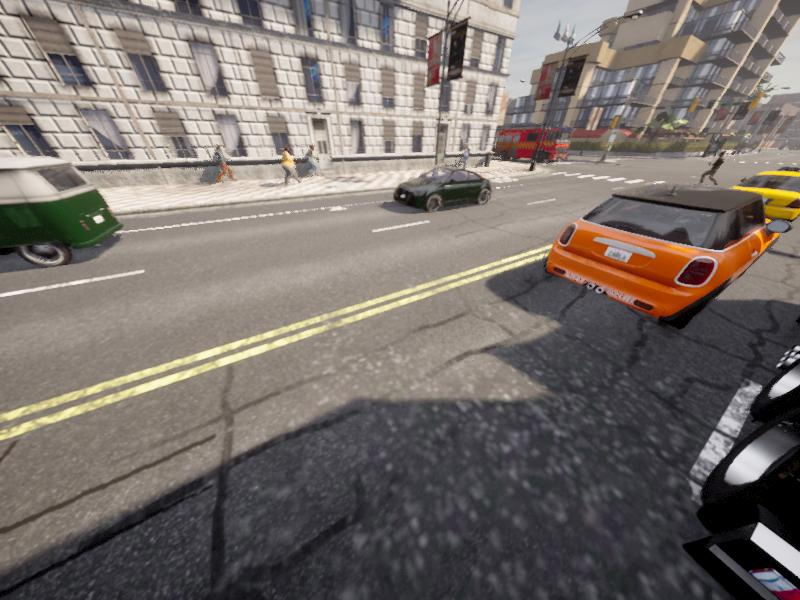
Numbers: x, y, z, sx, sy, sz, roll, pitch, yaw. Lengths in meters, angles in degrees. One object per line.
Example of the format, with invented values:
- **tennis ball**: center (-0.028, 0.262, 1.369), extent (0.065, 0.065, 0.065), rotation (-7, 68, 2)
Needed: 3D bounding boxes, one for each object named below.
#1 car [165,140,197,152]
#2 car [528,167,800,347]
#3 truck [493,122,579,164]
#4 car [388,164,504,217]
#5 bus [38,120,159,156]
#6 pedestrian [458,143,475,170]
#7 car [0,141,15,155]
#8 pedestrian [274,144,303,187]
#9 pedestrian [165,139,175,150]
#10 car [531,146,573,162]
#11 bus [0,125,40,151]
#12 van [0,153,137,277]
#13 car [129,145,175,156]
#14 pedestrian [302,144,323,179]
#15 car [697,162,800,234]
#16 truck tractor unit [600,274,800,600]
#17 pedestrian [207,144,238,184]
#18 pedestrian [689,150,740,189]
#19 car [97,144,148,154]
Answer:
- **car**: center (-43.300, -30.499, 45.812), extent (3.866, 1.878, 1.905), rotation (-18, 39, -25)
- **car**: center (5.041, -1.257, 4.279), extent (4.553, 1.767, 2.097), rotation (-18, 39, -24)
- **truck**: center (16.456, -19.643, 29.015), extent (2.891, 3.827, 8.468), rotation (-17, 39, -24)
- **car**: center (1.847, -4.651, 9.502), extent (4.181, 1.385, 1.994), rotation (-18, 39, -24)
- **bus**: center (-46.890, -25.742, 36.876), extent (10.273, 4.253, 3.944), rotation (-18, 39, -25)
- **pedestrian**: center (5.627, -12.130, 19.540), extent (0.751, 1.860, 0.751), rotation (-17, 38, -23)
- **car**: center (-65.312, -23.976, 36.346), extent (4.553, 1.767, 2.097), rotation (-3, 35, -5)
- **pedestrian**: center (-5.797, -7.013, 12.093), extent (0.751, 1.860, 0.751), rotation (-23, 41, -30)
- **pedestrian**: center (-49.923, -33.812, 50.235), extent (0.751, 1.860, 0.751), rotation (-16, 38, -22)
- **car**: center (20.012, -19.371, 30.595), extent (1.851, 1.617, 3.988), rotation (-19, 39, -25)
- **bus**: center (-84.405, -34.445, 49.066), extent (3.944, 4.253, 10.273), rotation (-18, 39, -24)
- **van**: center (-8.940, -1.560, 4.430), extent (4.442, 1.987, 1.775), rotation (-16, 38, -22)
- **car**: center (-40.113, -24.369, 37.550), extent (4.718, 1.301, 1.895), rotation (-18, 39, -24)
- **pedestrian**: center (-5.500, -8.745, 14.584), extent (0.751, 1.860, 0.751), rotation (-20, 40, -26)
- **car**: center (13.372, -3.855, 8.268), extent (5.366, 1.575, 1.801), rotation (-18, 39, -25)
- **truck tractor unit**: center (5.124, -0.289, 0.754), extent (6.516, 4.208, 3.053), rotation (-18, 39, -23)
- **pedestrian**: center (-9.725, -7.489, 12.744), extent (0.751, 1.860, 0.751), rotation (-18, 39, -24)
- **pedestrian**: center (17.992, -7.502, 13.259), extent (0.751, 1.860, 0.751), rotation (-12, 37, -18)
- **car**: center (-48.157, -26.380, 40.287), extent (5.357, 1.411, 2.033), rotation (-18, 39, -24)
